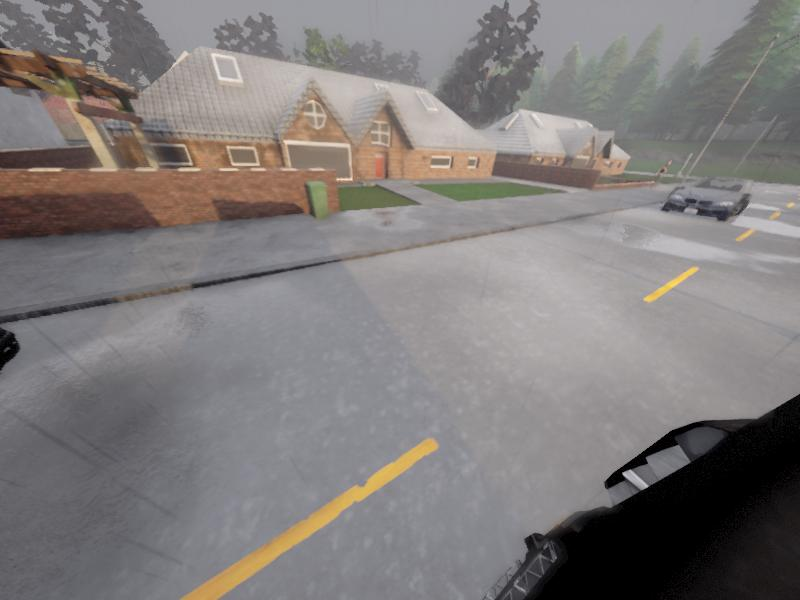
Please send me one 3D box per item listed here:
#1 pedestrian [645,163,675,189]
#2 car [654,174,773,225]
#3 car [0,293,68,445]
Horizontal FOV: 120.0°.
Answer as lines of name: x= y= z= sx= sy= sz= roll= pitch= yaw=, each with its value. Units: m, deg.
pedestrian: x=22.010 y=-10.491 z=19.570 sx=0.751 sy=1.860 sz=0.751 roll=-12 pitch=36 yaw=-21
car: x=15.119 y=-5.007 z=11.175 sx=4.611 sy=1.667 sz=2.242 roll=-16 pitch=38 yaw=-26
car: x=-5.071 y=0.933 z=0.700 sx=3.988 sy=1.617 sz=1.851 roll=-16 pitch=38 yaw=-27
